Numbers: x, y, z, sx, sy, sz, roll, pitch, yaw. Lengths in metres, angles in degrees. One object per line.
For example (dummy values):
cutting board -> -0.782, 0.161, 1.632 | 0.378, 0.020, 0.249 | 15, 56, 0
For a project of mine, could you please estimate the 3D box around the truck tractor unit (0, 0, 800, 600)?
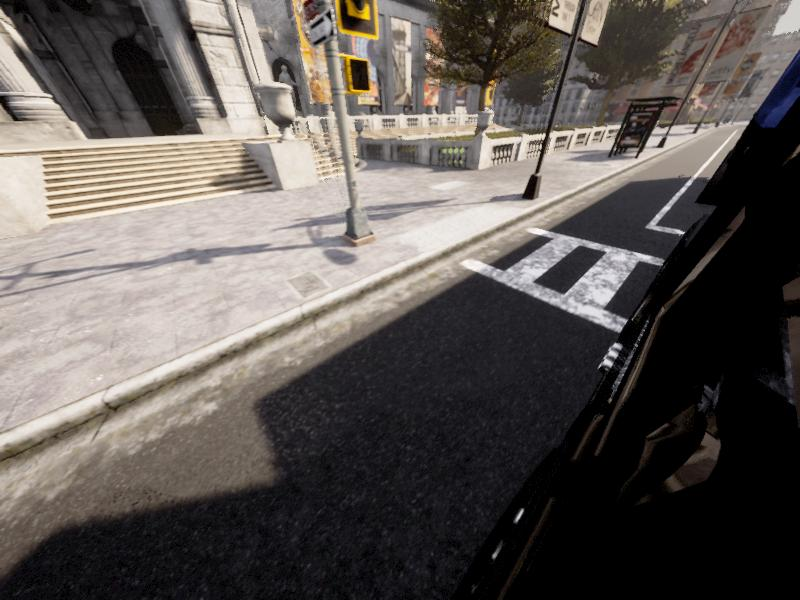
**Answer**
truck tractor unit -> 2.645, -0.295, 0.351 | 6.516, 4.208, 3.053 | -28, 44, -30

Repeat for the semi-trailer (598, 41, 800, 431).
semi-trailer -> 8.682, -3.619, 4.239 | 14.254, 4.402, 2.717 | -28, 44, -30

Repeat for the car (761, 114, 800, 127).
car -> 58.718, -27.631, 35.594 | 3.806, 1.475, 1.970 | -17, 39, -18

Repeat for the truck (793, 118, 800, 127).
truck -> 59.107, -25.861, 32.311 | 5.204, 2.467, 2.627 | -19, 40, -20
